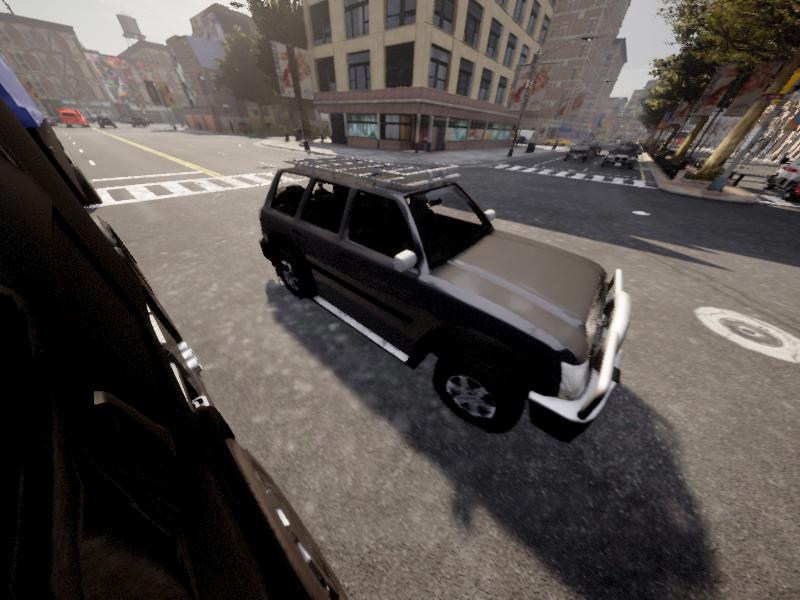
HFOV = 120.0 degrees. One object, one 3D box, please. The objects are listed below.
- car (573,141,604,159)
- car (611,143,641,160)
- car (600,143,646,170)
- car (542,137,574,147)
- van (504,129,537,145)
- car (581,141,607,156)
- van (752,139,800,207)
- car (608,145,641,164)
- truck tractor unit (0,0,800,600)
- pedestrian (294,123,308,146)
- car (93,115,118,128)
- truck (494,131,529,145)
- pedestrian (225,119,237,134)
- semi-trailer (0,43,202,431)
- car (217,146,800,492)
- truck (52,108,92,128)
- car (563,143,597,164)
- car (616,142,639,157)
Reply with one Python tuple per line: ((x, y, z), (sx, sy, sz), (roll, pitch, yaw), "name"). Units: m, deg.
((22.542, -17.939, 27.619), (2.007, 1.525, 4.514), (28, 44, 30), "car")
((28.674, -18.895, 29.280), (2.128, 1.511, 4.902), (28, 44, 30), "car")
((19.790, -12.795, 20.487), (2.242, 1.667, 4.611), (28, 44, 30), "car")
((34.100, -34.370, 50.142), (5.366, 1.575, 1.801), (15, 39, 15), "car")
((27.659, -37.670, 53.338), (5.915, 2.561, 1.988), (26, 43, 28), "van")
((26.701, -20.836, 31.756), (1.837, 1.490, 4.892), (27, 43, 29), "car")
((20.417, -6.003, 10.860), (2.351, 2.431, 6.366), (29, 44, 31), "van")
((24.410, -15.885, 25.134), (1.994, 1.385, 4.181), (28, 44, 29), "car")
((-2.645, -0.295, 0.352), (6.516, 4.208, 3.053), (28, 44, 30), "truck tractor unit")
((-10.057, -16.749, 23.458), (0.751, 1.860, 0.751), (-30, 47, -35), "pedestrian")
((-53.207, -32.334, 41.814), (1.932, 1.855, 4.605), (-26, 45, -32), "car")
((24.841, -36.173, 51.540), (6.274, 2.098, 2.390), (27, 43, 29), "truck")
((-27.671, -28.427, 37.909), (0.751, 1.860, 0.751), (12, 38, 12), "pedestrian")
((-8.704, -3.603, 4.220), (14.254, 4.402, 2.717), (28, 44, 30), "semi-trailer")
((0.034, -0.650, 2.943), (4.605, 1.855, 1.932), (28, 44, 30), "car")
((-54.337, -30.185, 38.389), (2.627, 2.467, 5.204), (-28, 47, -34), "truck")
((18.326, -14.942, 23.442), (1.812, 1.442, 4.674), (28, 44, 30), "car")
((32.918, -21.875, 33.427), (1.851, 1.617, 3.988), (28, 44, 30), "car")
